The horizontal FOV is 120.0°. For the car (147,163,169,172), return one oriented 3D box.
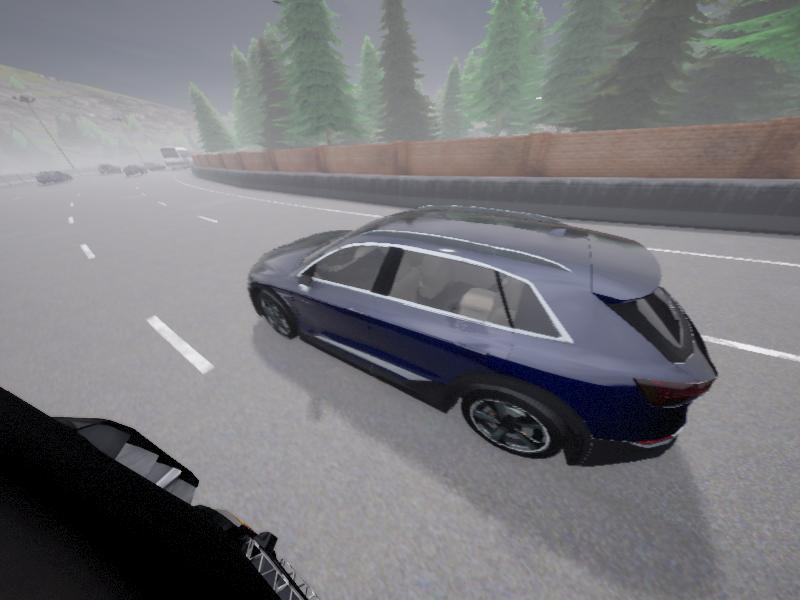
[{"bbox_3d":[-52.920,-29.083,50.636,1.895,1.301,4.718,-18,36,-21],"label":"car"}]

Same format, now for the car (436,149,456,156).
[{"bbox_3d":[11.190,-36.122,56.635,1.812,1.442,4.674,-23,39,-28],"label":"car"}]

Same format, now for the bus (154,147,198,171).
[{"bbox_3d":[-51.782,-33.103,53.971,3.944,4.253,10.273,-16,36,-20],"label":"bus"}]

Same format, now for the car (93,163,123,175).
[{"bbox_3d":[-57.833,-26.083,45.910,1.932,1.855,4.605,-19,37,-23],"label":"car"}]

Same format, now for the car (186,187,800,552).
[{"bbox_3d":[0.102,-0.211,2.813,4.856,1.649,2.033,17,39,27],"label":"car"}]

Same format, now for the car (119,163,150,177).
[{"bbox_3d":[-44.351,-21.825,38.734,2.152,1.651,5.027,-23,38,-27],"label":"car"}]

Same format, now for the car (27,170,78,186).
[{"bbox_3d":[-45.997,-16.364,30.769,2.033,1.411,5.357,-24,39,-28],"label":"car"}]

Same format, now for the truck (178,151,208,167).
[{"bbox_3d":[-63.831,-43.853,71.517,2.891,3.827,8.468,-11,34,-13],"label":"truck"}]
